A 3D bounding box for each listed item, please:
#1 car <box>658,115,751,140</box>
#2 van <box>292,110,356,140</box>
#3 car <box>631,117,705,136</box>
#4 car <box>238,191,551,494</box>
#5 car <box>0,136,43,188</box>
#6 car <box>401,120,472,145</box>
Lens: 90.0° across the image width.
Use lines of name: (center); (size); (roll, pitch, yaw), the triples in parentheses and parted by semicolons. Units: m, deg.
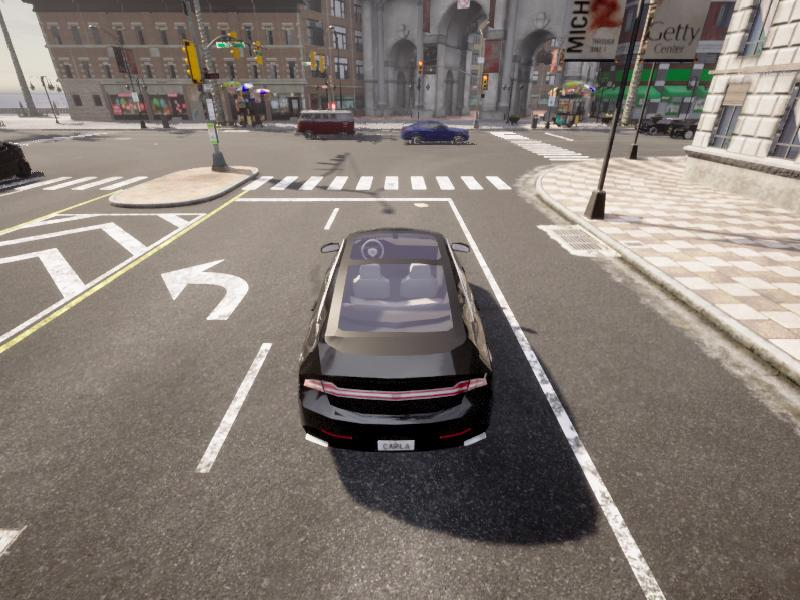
car: (23.101, -13.187, 30.509); (5.238, 1.638, 1.930); (0, 27, 0)
van: (-5.685, -13.328, 30.409); (4.442, 1.987, 1.775); (0, 27, 0)
car: (22.495, -14.634, 33.705); (4.718, 1.301, 1.895); (0, 27, 1)
car: (-0.057, -0.145, 5.248); (2.128, 1.511, 4.902); (0, 27, -1)
car: (-15.708, -4.968, 14.629); (2.007, 1.525, 4.514); (-7, 28, -13)
car: (2.386, -11.495, 27.431); (4.674, 1.442, 1.812); (0, 27, 0)
